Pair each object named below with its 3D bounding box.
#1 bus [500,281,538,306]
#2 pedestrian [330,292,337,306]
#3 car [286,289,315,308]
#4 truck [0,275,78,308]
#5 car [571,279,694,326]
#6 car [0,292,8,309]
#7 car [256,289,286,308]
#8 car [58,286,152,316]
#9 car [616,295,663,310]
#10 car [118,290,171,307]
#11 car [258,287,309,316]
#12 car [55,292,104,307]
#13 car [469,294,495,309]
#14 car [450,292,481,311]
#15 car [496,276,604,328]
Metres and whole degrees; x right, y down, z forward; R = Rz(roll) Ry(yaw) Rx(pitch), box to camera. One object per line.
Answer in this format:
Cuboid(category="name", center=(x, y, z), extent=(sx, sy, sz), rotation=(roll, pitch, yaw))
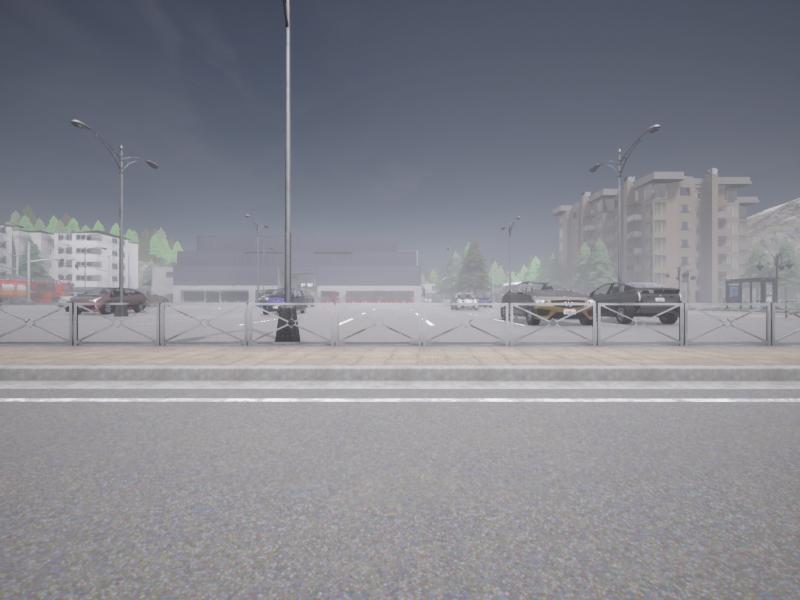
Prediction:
Cuboid(category="bus", center=(22.008, -1.139, 74.763), extent=(3.944, 4.253, 10.273), rotation=(0, 0, -1))
Cuboid(category="pedestrian", center=(-8.538, -0.130, 51.016), extent=(0.751, 1.860, 0.751), rotation=(0, 0, 1))
Cuboid(category="car", center=(-10.205, -0.159, 41.299), extent=(1.932, 1.855, 4.605), rotation=(0, 0, 0))
Cuboid(category="truck", center=(-48.534, -1.015, 53.302), extent=(8.468, 3.827, 2.891), rotation=(4, -2, -39))
Cuboid(category="car", center=(8.481, 0.083, 15.194), extent=(2.007, 1.523, 4.514), rotation=(0, 0, 0))
Cuboid(category="car", center=(-35.957, 0.041, 33.423), extent=(2.007, 1.523, 4.514), rotation=(0, 0, 0))
Cuboid(category="car", center=(-13.109, -0.180, 40.877), extent=(1.905, 1.878, 3.866), rotation=(0, 0, 0))
Cuboid(category="car", center=(-16.521, 0.041, 22.769), extent=(2.007, 1.523, 4.514), rotation=(0, 0, 0))
Cuboid(category="car", center=(25.808, 0.251, 43.371), extent=(2.163, 1.488, 4.792), rotation=(0, 0, -1))
Cuboid(category="car", center=(-25.903, -0.103, 40.831), extent=(2.152, 1.636, 5.027), rotation=(0, 0, 0))
Cuboid(category="car", center=(-6.528, 0.063, 22.762), extent=(1.845, 1.501, 3.633), rotation=(0, 0, 0))
Cuboid(category="car", center=(-32.319, -0.024, 40.485), extent=(1.970, 1.475, 3.806), rotation=(0, 0, 0))
Cuboid(category="car", center=(8.379, 0.117, 41.228), extent=(1.845, 1.501, 3.633), rotation=(0, 0, 0))
Cuboid(category="car", center=(5.426, 0.128, 33.796), extent=(1.970, 1.475, 3.806), rotation=(0, 0, 0))
Cuboid(category="car", center=(5.345, 0.074, 15.130), extent=(2.152, 1.636, 5.027), rotation=(0, 0, 0))
